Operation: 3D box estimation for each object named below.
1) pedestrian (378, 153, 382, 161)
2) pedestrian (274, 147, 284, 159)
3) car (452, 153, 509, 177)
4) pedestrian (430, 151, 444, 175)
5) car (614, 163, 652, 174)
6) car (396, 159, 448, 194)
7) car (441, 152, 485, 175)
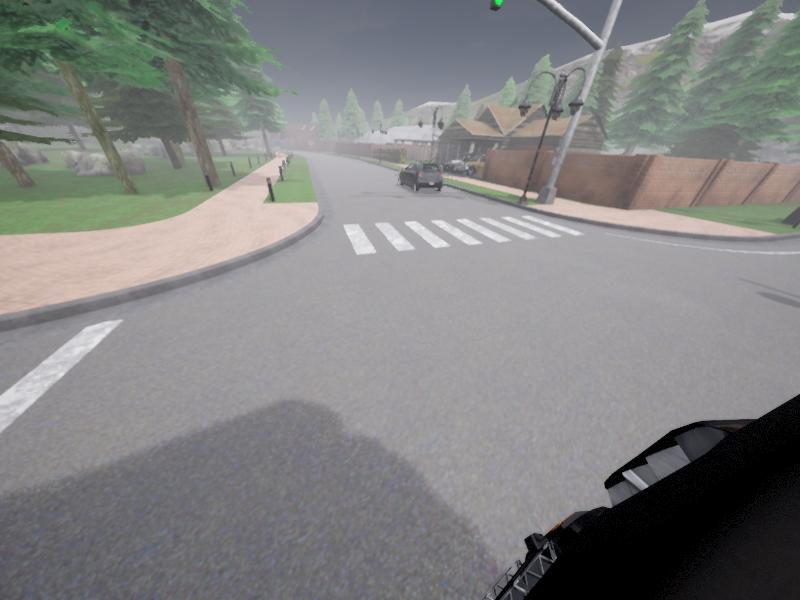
[{"bbox_3d":[-3.222,-22.614,36.589,0.500,1.100,0.500,-14,37,-24],"label":"pedestrian"},{"bbox_3d":[-16.006,-19.445,30.582,0.751,1.300,0.751,-9,35,-17],"label":"pedestrian"},{"bbox_3d":[7.764,-13.120,22.472,4.605,1.855,1.932,-9,35,-17],"label":"car"},{"bbox_3d":[3.442,-12.733,21.491,0.751,1.860,0.751,-16,38,-27],"label":"pedestrian"},{"bbox_3d":[47.971,-27.195,47.679,2.128,1.511,4.902,-9,35,-17],"label":"car"},{"bbox_3d":[1.214,-7.832,14.513,1.845,1.501,3.633,-9,35,-17],"label":"car"},{"bbox_3d":[6.563,-14.399,24.314,3.866,1.878,1.905,-9,35,-17],"label":"car"}]
